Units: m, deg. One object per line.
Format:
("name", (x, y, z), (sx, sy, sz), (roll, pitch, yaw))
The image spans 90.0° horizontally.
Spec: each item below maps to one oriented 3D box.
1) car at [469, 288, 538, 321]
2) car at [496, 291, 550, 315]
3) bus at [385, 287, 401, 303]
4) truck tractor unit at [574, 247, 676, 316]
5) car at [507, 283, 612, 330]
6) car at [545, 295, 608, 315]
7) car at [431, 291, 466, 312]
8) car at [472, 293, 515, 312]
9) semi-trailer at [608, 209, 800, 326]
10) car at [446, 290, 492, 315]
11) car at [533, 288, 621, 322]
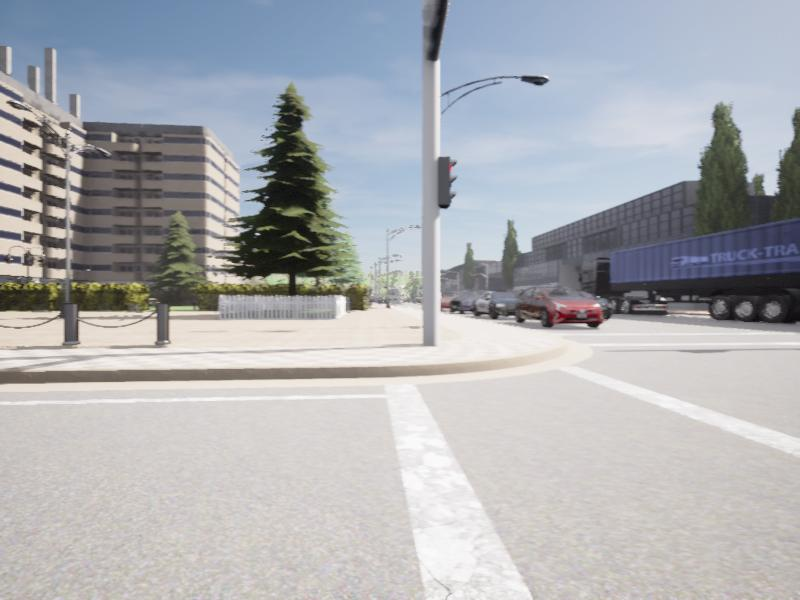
("car", (5.365, 0.201, 21.522), (2.038, 1.542, 4.974), (0, 0, -5))
("car", (8.360, 0.197, 27.711), (2.007, 1.525, 4.514), (0, 0, -5))
("bus", (-1.937, -1.267, 109.326), (3.944, 4.253, 10.273), (0, 0, -4))
("truck tractor unit", (15.372, -1.151, 28.013), (3.053, 4.208, 6.516), (0, 0, -5))
("car", (5.821, 0.211, 15.303), (2.007, 1.525, 4.514), (0, 0, -3))
("car", (11.901, 0.313, 27.369), (1.895, 1.301, 4.718), (0, 0, -5))
("car", (4.198, 0.115, 35.465), (2.242, 1.667, 4.611), (0, 0, -5))
("car", (7.829, 0.197, 34.060), (2.128, 1.511, 4.902), (0, 0, -5))
("semi-trailer", (16.023, -1.239, 20.123), (2.717, 4.402, 14.254), (0, 0, -5))
("car", (4.787, 0.145, 28.455), (2.033, 1.649, 4.856), (0, 0, -5))
("car", (8.941, 0.203, 20.752), (2.038, 1.542, 4.974), (0, 0, -5))
